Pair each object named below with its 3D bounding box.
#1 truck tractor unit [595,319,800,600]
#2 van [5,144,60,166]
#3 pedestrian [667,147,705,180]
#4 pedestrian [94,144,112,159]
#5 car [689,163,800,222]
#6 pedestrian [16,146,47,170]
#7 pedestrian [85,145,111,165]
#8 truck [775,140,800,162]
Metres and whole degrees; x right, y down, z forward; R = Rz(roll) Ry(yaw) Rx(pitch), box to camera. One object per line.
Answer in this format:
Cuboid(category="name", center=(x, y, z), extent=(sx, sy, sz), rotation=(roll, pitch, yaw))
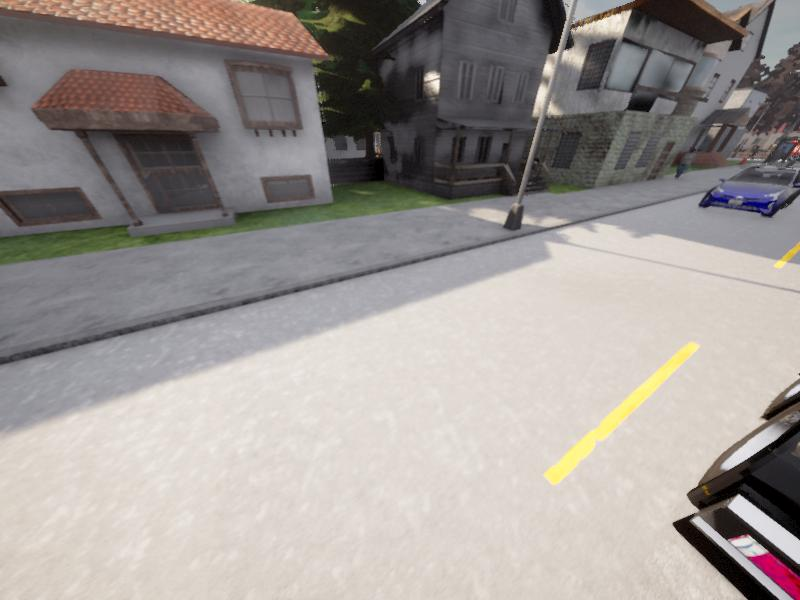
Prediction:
Cuboid(category="truck tractor unit", center=(5.191, -0.211, 0.655), extent=(6.516, 4.208, 3.053), rotation=(-15, 37, -20))
Cuboid(category="van", center=(-43.266, -17.134, 27.228), extent=(4.442, 1.987, 1.775), rotation=(13, 36, 18))
Cuboid(category="pedestrian", center=(19.358, -9.241, 15.693), extent=(0.751, 1.860, 0.751), rotation=(-19, 39, -25))
Cuboid(category="pedestrian", center=(-44.378, -22.233, 34.541), extent=(0.751, 1.860, 0.751), rotation=(-18, 38, -24))
Cuboid(category="car", center=(14.373, -4.471, 9.259), extent=(4.514, 1.525, 2.007), rotation=(-17, 38, -23))
Cuboid(category="pedestrian", center=(-35.461, -13.657, 22.241), extent=(0.751, 1.860, 0.751), rotation=(21, 39, 27))
Cuboid(category="pedestrian", center=(-33.413, -16.060, 25.545), extent=(0.751, 1.860, 0.751), rotation=(9, 35, 13))
Cuboid(category="truck", center=(55.439, -19.552, 30.464), extent=(2.627, 2.467, 5.204), rotation=(-6, 34, -11))
